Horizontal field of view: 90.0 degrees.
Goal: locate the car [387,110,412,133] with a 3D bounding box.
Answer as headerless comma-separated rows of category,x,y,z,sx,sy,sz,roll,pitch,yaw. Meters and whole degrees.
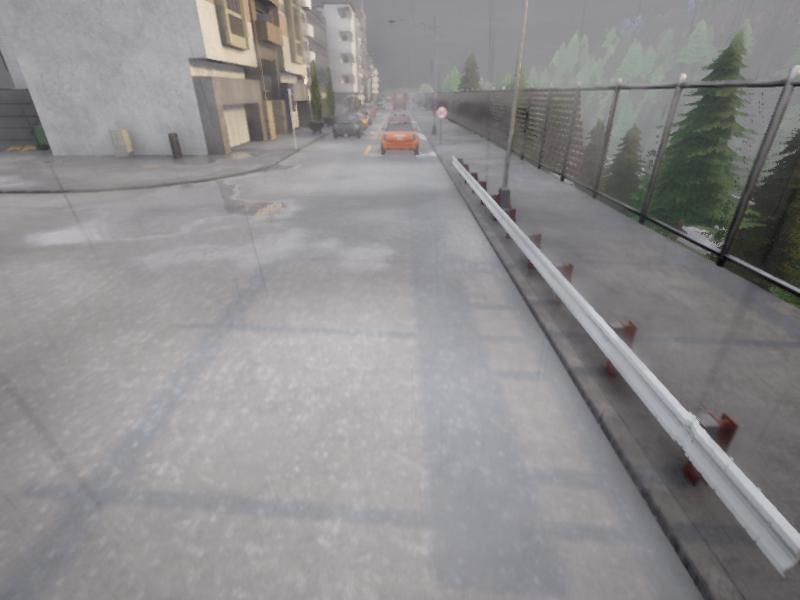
car,-0.027,-16.578,37.042,2.152,1.651,5.027,0,27,0

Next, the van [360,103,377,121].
van,-4.046,-24.489,52.040,1.775,1.987,4.442,0,27,0

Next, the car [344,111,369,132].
car,-4.031,-16.969,37.875,1.801,1.575,5.366,0,27,0

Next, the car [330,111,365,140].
car,-4.024,-13.806,31.499,2.097,1.767,4.553,0,27,0

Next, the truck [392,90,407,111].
truck,-0.082,-42.363,84.707,2.891,3.827,8.468,0,27,0

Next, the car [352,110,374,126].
car,-4.035,-20.085,44.040,1.970,1.475,3.806,0,27,0

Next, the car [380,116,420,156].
car,-0.014,-9.678,23.453,2.097,1.767,4.553,0,27,0
